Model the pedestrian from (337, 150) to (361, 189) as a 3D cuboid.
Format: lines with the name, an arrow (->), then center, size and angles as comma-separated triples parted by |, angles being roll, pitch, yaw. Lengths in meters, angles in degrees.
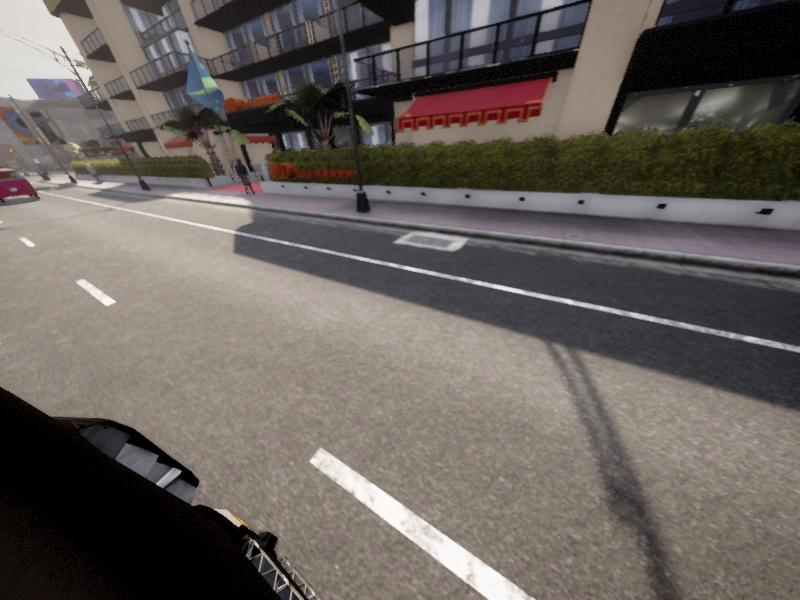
pedestrian -> -2.809, -7.285, 12.942 | 0.751, 1.860, 0.751 | 13, 37, 23

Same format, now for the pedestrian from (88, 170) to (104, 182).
pedestrian -> -32.783, -13.344, 24.913 | 0.500, 1.100, 0.500 | 15, 38, 25

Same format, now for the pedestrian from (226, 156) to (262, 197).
pedestrian -> -8.277, -6.587, 12.325 | 0.751, 1.860, 0.751 | 22, 41, 32

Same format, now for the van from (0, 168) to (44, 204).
van -> -28.333, -8.284, 16.588 | 4.442, 1.987, 1.775 | 16, 38, 25

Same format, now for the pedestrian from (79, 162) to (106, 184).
pedestrian -> -31.282, -12.953, 23.537 | 0.751, 1.860, 0.751 | 15, 38, 25

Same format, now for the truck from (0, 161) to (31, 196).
truck -> -36.404, -10.729, 20.397 | 5.204, 2.467, 2.627 | 15, 38, 25
